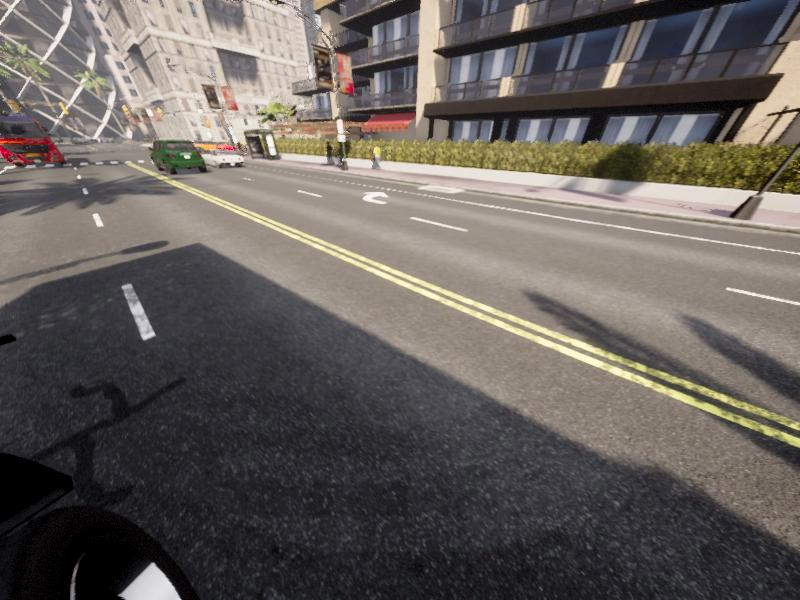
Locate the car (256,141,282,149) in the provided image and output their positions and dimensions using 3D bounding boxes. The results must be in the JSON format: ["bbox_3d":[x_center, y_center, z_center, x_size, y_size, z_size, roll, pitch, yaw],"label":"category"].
[{"bbox_3d":[-30.864,-36.657,54.558,1.837,1.490,4.892,26,42,31],"label":"car"}]

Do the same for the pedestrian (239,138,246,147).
[{"bbox_3d":[-38.167,-38.182,56.006,0.751,1.860,0.751,20,39,25],"label":"pedestrian"}]

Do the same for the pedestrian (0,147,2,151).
[{"bbox_3d":[-63.178,-24.167,35.646,0.751,1.860,0.751,-10,36,-15],"label":"pedestrian"}]

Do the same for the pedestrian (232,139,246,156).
[{"bbox_3d":[-21.452,-20.337,30.758,0.751,1.860,0.751,-5,35,-7],"label":"pedestrian"}]

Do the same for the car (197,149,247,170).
[{"bbox_3d":[-15.922,-12.640,20.644,4.718,1.301,1.895,26,42,31],"label":"car"}]

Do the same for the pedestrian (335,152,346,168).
[{"bbox_3d":[-4.922,-11.596,19.169,0.500,1.100,0.500,-28,44,-34],"label":"pedestrian"}]

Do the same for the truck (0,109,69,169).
[{"bbox_3d":[-33.319,-14.289,20.552,8.468,3.827,2.891,26,42,31],"label":"truck"}]

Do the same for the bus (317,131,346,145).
[{"bbox_3d":[-24.939,-58.985,84.121,10.273,4.253,3.944,25,42,31],"label":"bus"}]

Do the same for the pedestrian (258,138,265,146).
[{"bbox_3d":[-36.789,-41.982,61.452,0.751,1.860,0.751,25,42,31],"label":"pedestrian"}]

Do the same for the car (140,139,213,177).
[{"bbox_3d":[-16.635,-10.675,17.173,5.566,2.045,2.150,25,42,30],"label":"car"}]

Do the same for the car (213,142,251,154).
[{"bbox_3d":[-27.916,-25.373,38.459,2.007,1.525,4.514,30,44,35],"label":"car"}]

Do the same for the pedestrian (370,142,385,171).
[{"bbox_3d":[-1.707,-11.003,17.704,0.751,1.860,0.751,25,42,31],"label":"pedestrian"}]

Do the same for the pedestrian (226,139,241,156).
[{"bbox_3d":[-21.761,-19.966,30.223,0.751,1.860,0.751,12,37,16],"label":"pedestrian"}]

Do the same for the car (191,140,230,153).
[{"bbox_3d":[-32.028,-26.042,39.122,4.553,1.767,2.097,-26,43,-33],"label":"car"}]

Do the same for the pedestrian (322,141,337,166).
[{"bbox_3d":[-6.344,-13.220,20.805,0.751,1.860,0.751,26,42,32],"label":"pedestrian"}]

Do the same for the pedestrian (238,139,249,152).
[{"bbox_3d":[-28.853,-28.529,42.618,0.751,1.860,0.751,18,39,24],"label":"pedestrian"}]
